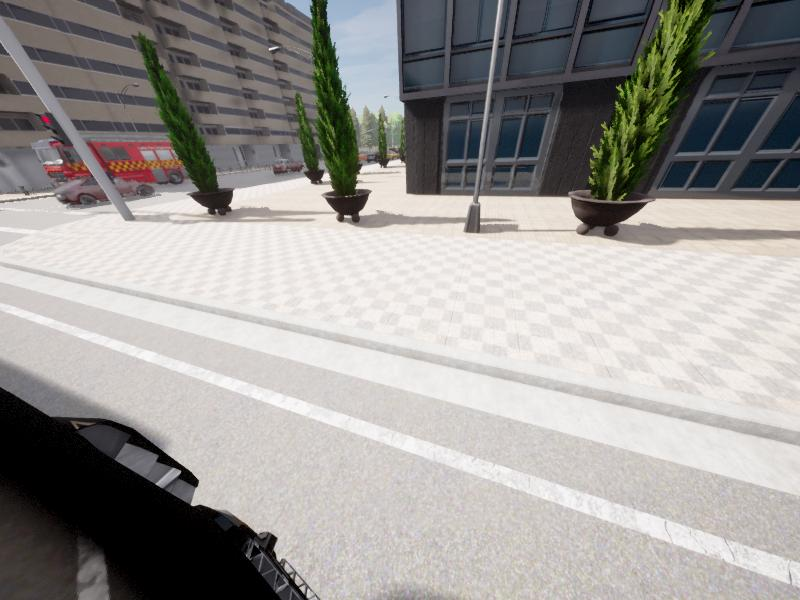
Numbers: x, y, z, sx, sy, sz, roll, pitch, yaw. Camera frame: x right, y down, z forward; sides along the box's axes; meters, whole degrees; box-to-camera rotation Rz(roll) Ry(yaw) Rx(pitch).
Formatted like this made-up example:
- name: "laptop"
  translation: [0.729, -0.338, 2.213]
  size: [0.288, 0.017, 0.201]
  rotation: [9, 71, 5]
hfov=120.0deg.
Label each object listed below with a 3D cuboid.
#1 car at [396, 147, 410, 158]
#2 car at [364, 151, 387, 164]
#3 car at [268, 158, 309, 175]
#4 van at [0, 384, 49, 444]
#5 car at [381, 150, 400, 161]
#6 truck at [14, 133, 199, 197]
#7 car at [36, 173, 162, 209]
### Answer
- name: "car"
  translation: [0.768, -32.212, 50.476]
  size: [1.905, 1.878, 3.866]
  rotation: [9, 35, 17]
- name: "car"
  translation: [-4.025, -24.214, 39.156]
  size: [2.007, 1.525, 4.514]
  rotation: [9, 35, 17]
- name: "car"
  translation: [-12.889, -15.631, 26.985]
  size: [1.970, 1.475, 3.806]
  rotation: [9, 35, 17]
- name: "van"
  translation: [-6.108, 0.532, 1.813]
  size: [4.442, 1.987, 1.775]
  rotation: [9, 35, 17]
- name: "car"
  translation: [-1.701, -28.041, 44.680]
  size: [1.801, 1.575, 5.366]
  rotation: [9, 35, 17]
- name: "truck"
  translation: [-23.210, -11.556, 19.533]
  size: [2.891, 3.827, 8.468]
  rotation: [9, 35, 17]
- name: "car"
  translation: [-18.190, -6.865, 14.315]
  size: [1.994, 1.385, 4.181]
  rotation: [9, 35, 18]
